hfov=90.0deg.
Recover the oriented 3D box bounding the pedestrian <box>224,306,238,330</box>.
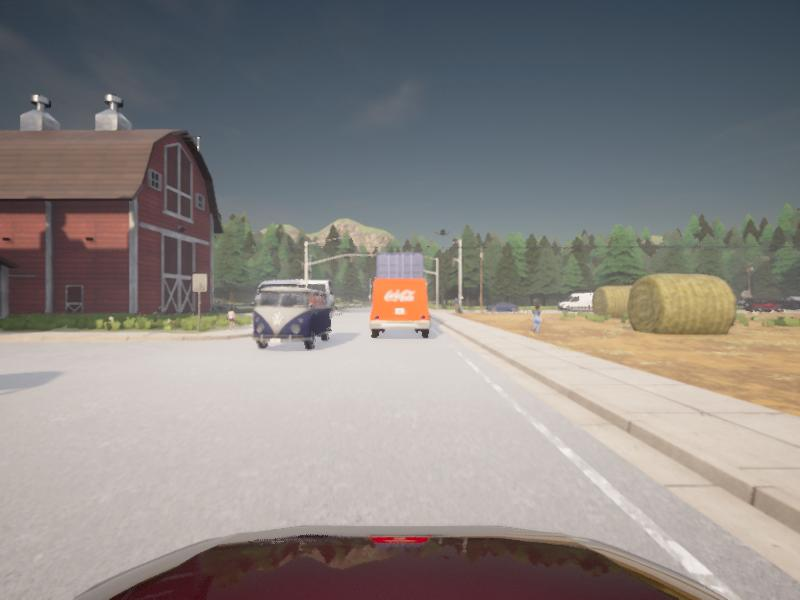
[{"bbox_3d":[-8.024,0.859,19.013,0.500,1.100,0.500,0,0,-4],"label":"pedestrian"}]

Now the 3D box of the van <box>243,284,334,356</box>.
[{"bbox_3d":[-3.486,0.578,13.430,1.775,1.987,4.442,1,0,0],"label":"van"}]

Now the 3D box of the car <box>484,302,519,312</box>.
[{"bbox_3d":[13.461,0.918,53.070,4.181,1.385,1.994,0,0,1],"label":"car"}]

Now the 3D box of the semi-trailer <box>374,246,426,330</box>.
[{"bbox_3d":[0.003,-0.627,28.084,2.717,4.402,14.254,0,0,0],"label":"semi-trailer"}]

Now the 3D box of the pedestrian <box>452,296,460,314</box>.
[{"bbox_3d":[5.670,0.476,40.727,0.751,1.860,0.751,0,0,1],"label":"pedestrian"}]

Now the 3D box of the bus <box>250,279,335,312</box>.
[{"bbox_3d":[-14.237,-0.525,53.727,10.273,4.253,3.944,0,0,2],"label":"bus"}]

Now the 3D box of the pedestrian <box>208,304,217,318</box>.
[{"bbox_3d":[-15.302,0.888,32.679,0.500,1.100,0.500,0,0,1],"label":"pedestrian"}]

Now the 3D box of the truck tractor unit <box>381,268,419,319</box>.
[{"bbox_3d":[0.002,-0.536,36.000,3.053,4.208,6.516,0,0,0],"label":"truck tractor unit"}]

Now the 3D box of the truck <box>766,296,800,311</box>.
[{"bbox_3d":[58.523,0.516,59.866,2.390,2.098,6.274,0,0,9],"label":"truck"}]

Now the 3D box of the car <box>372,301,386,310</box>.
[{"bbox_3d":[-3.514,0.874,68.505,2.033,1.411,5.357,0,0,0],"label":"car"}]

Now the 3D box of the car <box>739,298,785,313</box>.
[{"bbox_3d":[44.343,0.658,49.015,3.866,1.878,1.905,0,0,1],"label":"car"}]

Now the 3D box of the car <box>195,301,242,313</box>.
[{"bbox_3d":[-22.748,0.846,50.219,4.902,1.511,2.128,0,0,1],"label":"car"}]

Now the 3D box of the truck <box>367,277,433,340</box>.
[{"bbox_3d":[-0.001,0.348,18.387,2.627,2.467,5.204,0,0,0],"label":"truck"}]

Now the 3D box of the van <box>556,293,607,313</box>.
[{"bbox_3d":[23.911,0.334,52.885,5.915,2.561,1.988,0,0,1],"label":"van"}]

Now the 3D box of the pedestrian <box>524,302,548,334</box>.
[{"bbox_3d":[5.826,0.760,17.155,0.751,1.300,0.751,0,0,40],"label":"pedestrian"}]
